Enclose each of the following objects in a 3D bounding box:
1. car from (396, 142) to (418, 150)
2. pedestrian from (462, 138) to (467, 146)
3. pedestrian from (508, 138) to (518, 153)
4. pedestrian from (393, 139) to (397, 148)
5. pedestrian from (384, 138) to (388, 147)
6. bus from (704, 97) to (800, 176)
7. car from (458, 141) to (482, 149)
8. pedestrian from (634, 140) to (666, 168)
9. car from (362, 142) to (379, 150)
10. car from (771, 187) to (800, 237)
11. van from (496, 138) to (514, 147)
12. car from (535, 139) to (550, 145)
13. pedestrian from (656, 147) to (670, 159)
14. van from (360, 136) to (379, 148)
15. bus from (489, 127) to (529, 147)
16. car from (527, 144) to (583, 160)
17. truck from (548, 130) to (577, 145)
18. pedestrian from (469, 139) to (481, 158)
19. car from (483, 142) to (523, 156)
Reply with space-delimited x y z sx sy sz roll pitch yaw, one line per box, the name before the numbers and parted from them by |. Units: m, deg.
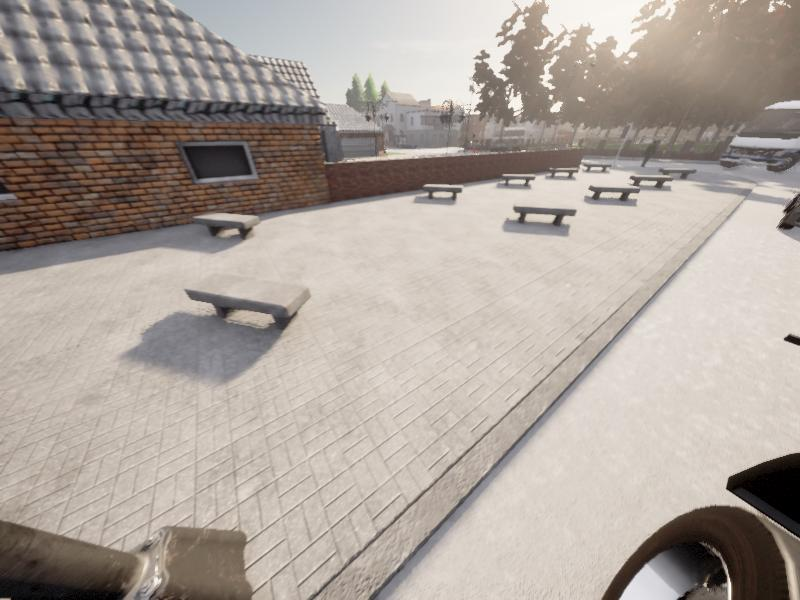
car | 1.502 -34.390 51.547 4.718 1.301 1.895 3 35 4
pedestrian | 17.509 -42.997 62.906 0.751 1.860 0.751 -24 41 -29
pedestrian | 18.338 -25.032 37.421 0.751 1.860 0.751 -23 41 -28
pedestrian | -1.277 -37.854 55.794 0.751 1.860 0.751 -16 38 -21
pedestrian | -3.631 -41.719 61.256 0.751 1.860 0.751 27 43 33
bus | 30.925 -12.291 17.410 10.273 4.253 3.944 -7 39 -10
car | 16.350 -36.133 53.809 5.357 1.411 2.033 -21 40 -27
pedestrian | 20.031 -11.758 18.565 0.751 1.860 0.751 -9 36 -12
car | -6.905 -36.072 53.940 1.994 1.385 4.181 -22 41 -28
car | 12.978 -2.813 6.340 4.611 1.667 2.242 -22 40 -28
van | 27.086 -40.542 59.457 4.442 1.987 1.775 -24 41 -29
car | 46.085 -51.063 74.690 4.674 1.442 1.812 -22 41 -28
pedestrian | 28.892 -16.131 25.368 0.500 1.100 0.500 -22 41 -28
van | -7.900 -40.909 59.889 2.351 2.431 6.366 -19 39 -25
bus | 30.356 -45.524 64.518 10.273 4.253 3.944 -21 40 -25
car | 19.247 -18.648 28.985 2.033 1.411 5.357 -22 40 -27
truck | 51.356 -51.295 72.910 8.468 3.827 2.891 -19 39 -24
pedestrian | 9.341 -18.872 28.759 0.751 1.860 0.751 -13 37 -17
car | 15.029 -22.211 33.950 1.882 1.535 5.008 -22 41 -28
